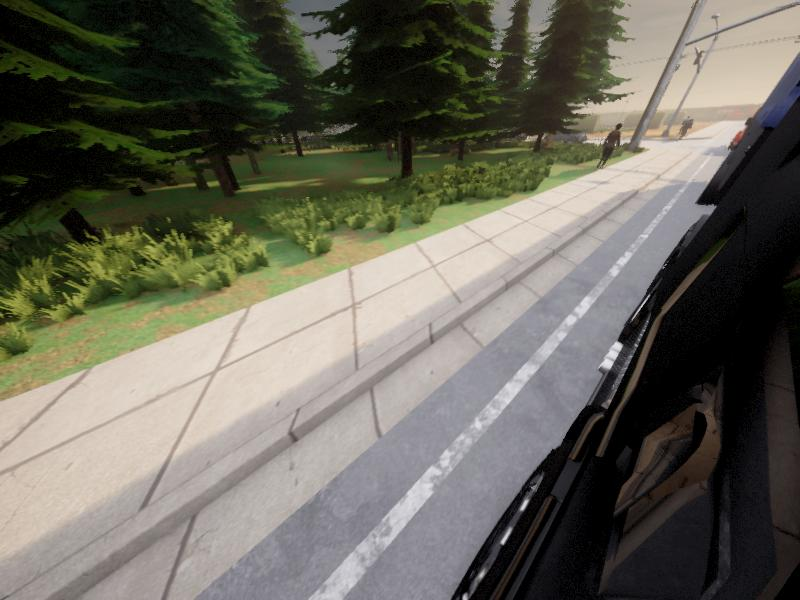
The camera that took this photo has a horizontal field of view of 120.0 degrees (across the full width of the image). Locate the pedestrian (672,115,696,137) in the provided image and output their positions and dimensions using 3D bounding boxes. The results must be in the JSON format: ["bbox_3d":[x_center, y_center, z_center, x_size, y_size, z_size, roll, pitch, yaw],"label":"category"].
[{"bbox_3d":[31.621,-19.382,25.744,0.751,1.860,0.751,18,41,25],"label":"pedestrian"}]

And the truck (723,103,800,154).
[{"bbox_3d":[24.722,-11.472,15.432,5.204,2.467,2.627,-28,44,-31],"label":"truck"}]

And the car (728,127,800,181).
[{"bbox_3d":[16.703,-6.303,9.793,4.902,1.511,2.128,-23,41,-25],"label":"car"}]

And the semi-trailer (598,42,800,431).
[{"bbox_3d":[8.700,-3.598,4.235,14.254,4.402,2.717,-28,44,-30],"label":"semi-trailer"}]

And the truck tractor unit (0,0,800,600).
[{"bbox_3d":[2.645,-0.295,0.351,6.516,4.208,3.053,-28,44,-30],"label":"truck tractor unit"}]

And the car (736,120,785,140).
[{"bbox_3d":[35.025,-16.637,22.592,4.181,1.385,1.994,-30,45,-32],"label":"car"}]

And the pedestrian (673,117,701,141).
[{"bbox_3d":[28.515,-16.970,22.995,0.751,1.860,0.751,-11,38,-11],"label":"pedestrian"}]

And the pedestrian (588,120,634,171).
[{"bbox_3d":[9.609,-7.030,10.585,0.751,1.860,0.751,-28,44,-30],"label":"pedestrian"}]

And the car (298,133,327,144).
[{"bbox_3d":[-18.605,-34.394,49.082,5.238,1.638,1.930,-25,43,-27],"label":"car"}]
